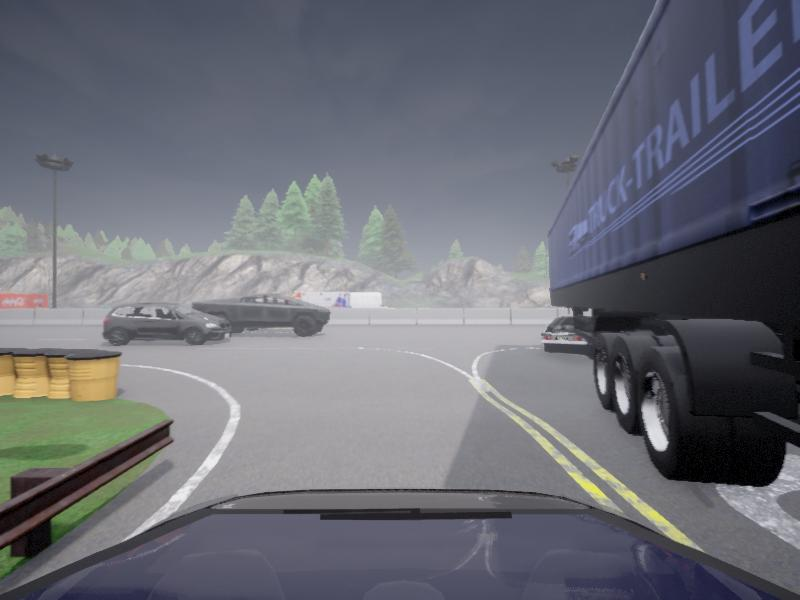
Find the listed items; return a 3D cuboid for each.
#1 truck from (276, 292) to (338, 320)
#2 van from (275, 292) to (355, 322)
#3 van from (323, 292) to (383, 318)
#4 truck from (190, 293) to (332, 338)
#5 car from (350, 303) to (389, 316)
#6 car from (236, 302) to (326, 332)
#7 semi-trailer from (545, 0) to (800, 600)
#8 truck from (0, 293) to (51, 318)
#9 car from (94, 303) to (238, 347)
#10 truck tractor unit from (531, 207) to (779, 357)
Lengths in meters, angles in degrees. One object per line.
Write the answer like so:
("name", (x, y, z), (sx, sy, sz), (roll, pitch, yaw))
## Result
("truck", (-8.616, 0.551, 37.426), (5.204, 2.467, 2.627), (0, 0, -1))
("van", (-7.091, 0.569, 33.950), (6.366, 2.431, 2.351), (0, 0, -1))
("van", (-4.704, 0.514, 40.984), (5.915, 2.561, 1.988), (0, 0, -1))
("truck", (-6.699, 0.734, 19.952), (6.274, 2.098, 2.390), (0, 0, -1))
("car", (-3.389, 1.044, 44.499), (4.193, 1.474, 1.816), (0, 0, -1))
("car", (-6.852, 0.949, 23.453), (4.611, 1.667, 2.242), (0, 0, -1))
("semi-trailer", (4.616, -0.571, 7.105), (2.717, 4.402, 14.254), (-2, -1, 16))
("truck", (-39.137, 0.551, 40.513), (5.204, 2.467, 2.627), (0, 0, 0))
("car", (-9.400, 0.950, 16.412), (4.611, 1.667, 2.242), (0, 0, -1))
("truck tractor unit", (8.194, -0.364, 13.330), (6.516, 4.208, 3.053), (1, -5, -12))
